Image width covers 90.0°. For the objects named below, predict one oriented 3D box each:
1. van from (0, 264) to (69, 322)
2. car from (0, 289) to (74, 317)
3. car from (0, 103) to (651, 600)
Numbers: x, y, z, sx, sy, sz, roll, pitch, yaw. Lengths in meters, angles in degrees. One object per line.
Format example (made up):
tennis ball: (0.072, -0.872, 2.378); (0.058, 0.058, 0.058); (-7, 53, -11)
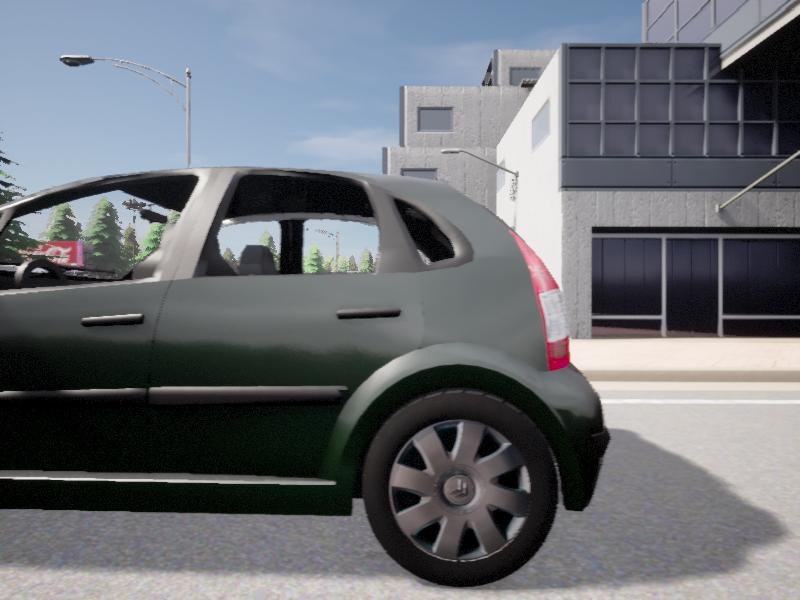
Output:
van: (-18.796, -0.325, 18.489); (1.988, 2.561, 5.915); (0, 0, 1)
car: (-22.221, 0.172, 23.721); (2.007, 1.525, 4.514); (0, 0, 1)
car: (-1.174, 0.185, 2.252); (3.988, 1.617, 1.851); (0, 0, 2)
